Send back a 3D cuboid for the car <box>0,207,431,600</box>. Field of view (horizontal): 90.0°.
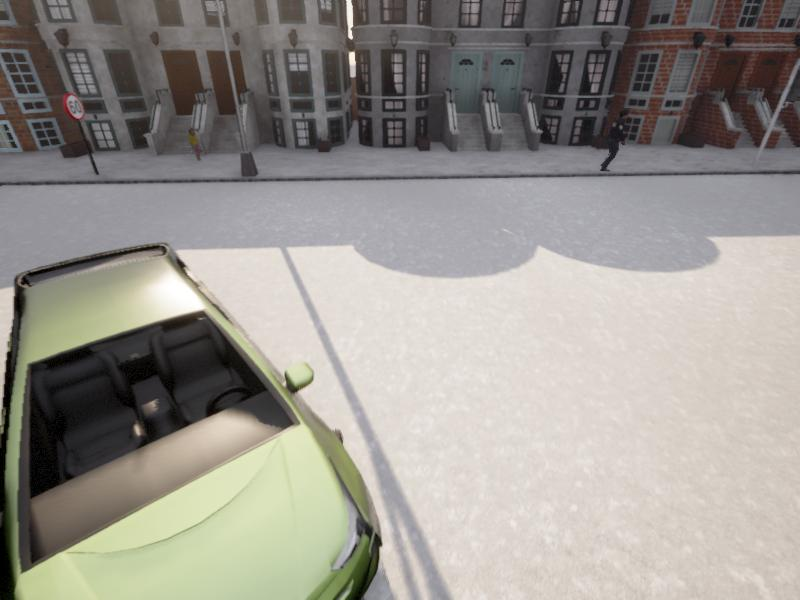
[{"bbox_3d":[-2.053,0.712,3.270,2.007,1.525,4.514,-22,37,-33],"label":"car"}]

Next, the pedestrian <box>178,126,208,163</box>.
[{"bbox_3d":[-7.166,-5.396,13.880,0.500,1.100,0.500,3,30,6],"label":"pedestrian"}]

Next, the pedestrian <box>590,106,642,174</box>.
[{"bbox_3d":[6.585,-4.904,12.285,0.751,1.860,0.751,2,30,3],"label":"pedestrian"}]
